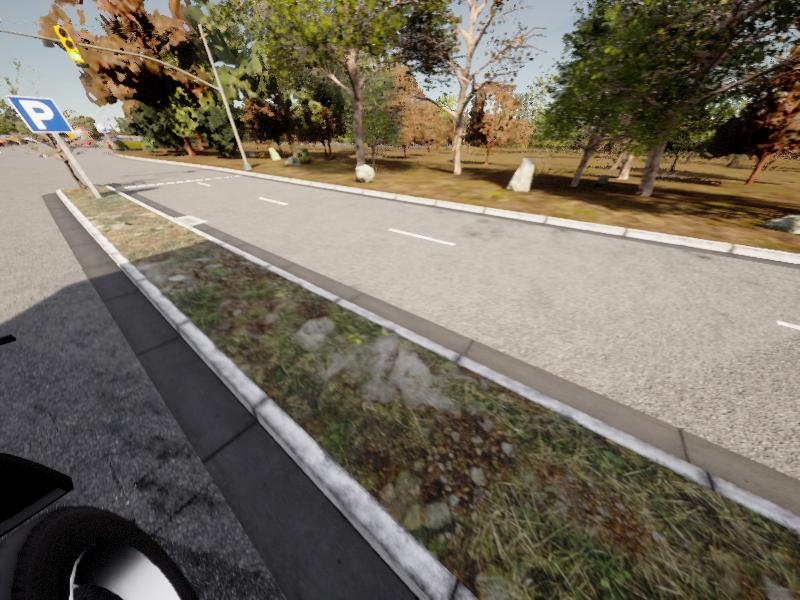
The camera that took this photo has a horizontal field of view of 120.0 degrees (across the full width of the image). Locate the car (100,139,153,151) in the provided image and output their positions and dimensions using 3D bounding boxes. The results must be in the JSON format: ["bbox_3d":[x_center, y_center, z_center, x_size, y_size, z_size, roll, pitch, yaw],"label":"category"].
[{"bbox_3d":[-46.634,-26.671,39.616,1.946,1.575,5.366,13,37,18],"label":"car"}]

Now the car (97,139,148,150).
[{"bbox_3d":[-48.974,-27.624,40.937,1.946,1.575,5.366,14,37,18],"label":"car"}]

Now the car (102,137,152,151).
[{"bbox_3d":[-44.497,-25.516,37.783,2.185,1.767,4.553,13,37,17],"label":"car"}]

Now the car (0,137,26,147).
[{"bbox_3d":[-88.183,-34.990,51.153,1.946,1.575,5.366,16,39,21],"label":"car"}]

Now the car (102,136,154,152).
[{"bbox_3d":[-42.292,-24.420,36.076,1.878,1.987,4.442,13,37,17],"label":"car"}]

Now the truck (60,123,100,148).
[{"bbox_3d":[-63.908,-32.948,46.386,8.468,3.827,2.891,29,45,34],"label":"truck"}]

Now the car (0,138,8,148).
[{"bbox_3d":[-77.502,-28.848,42.542,2.097,1.535,5.008,15,39,20],"label":"car"}]
